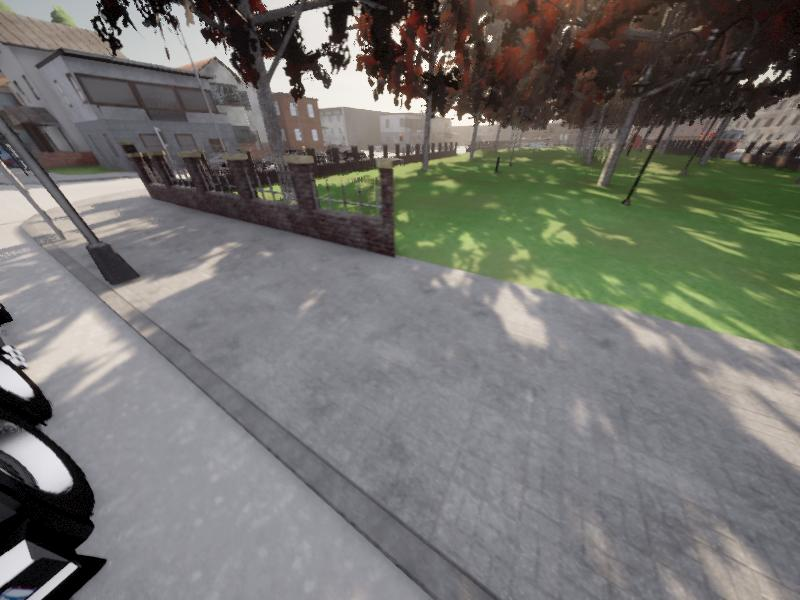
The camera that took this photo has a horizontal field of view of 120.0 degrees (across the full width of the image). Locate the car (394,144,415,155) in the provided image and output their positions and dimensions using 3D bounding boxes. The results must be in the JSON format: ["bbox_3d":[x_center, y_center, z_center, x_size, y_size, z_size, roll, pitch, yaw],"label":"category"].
[{"bbox_3d":[0.934,-28.755,44.021,1.837,1.490,4.892,18,39,25],"label":"car"}]

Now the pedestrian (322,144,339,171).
[{"bbox_3d":[-5.790,-11.945,19.374,0.751,1.860,0.751,18,39,25],"label":"pedestrian"}]

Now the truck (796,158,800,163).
[{"bbox_3d":[42.462,-14.121,21.769,2.627,2.467,5.204,18,39,25],"label":"truck"}]

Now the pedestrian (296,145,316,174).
[{"bbox_3d":[-7.114,-10.662,17.541,0.751,1.860,0.751,19,39,25],"label":"pedestrian"}]

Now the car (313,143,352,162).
[{"bbox_3d":[-8.645,-19.261,30.123,1.932,1.855,4.605,20,40,27],"label":"car"}]

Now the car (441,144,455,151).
[{"bbox_3d":[12.446,-39.768,60.177,1.812,1.442,4.674,18,39,25],"label":"car"}]

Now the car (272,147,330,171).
[{"bbox_3d":[-9.530,-13.934,22.692,2.033,1.649,4.856,17,38,23],"label":"car"}]

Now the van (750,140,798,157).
[{"bbox_3d":[56.471,-22.969,35.025,1.775,1.987,4.442,18,39,25],"label":"van"}]

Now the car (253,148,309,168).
[{"bbox_3d":[-12.688,-15.518,25.100,2.128,1.511,4.902,18,39,25],"label":"car"}]

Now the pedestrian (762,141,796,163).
[{"bbox_3d":[37.695,-14.739,23.006,0.751,1.860,0.751,18,39,25],"label":"pedestrian"}]

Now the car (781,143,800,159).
[{"bbox_3d":[52.419,-18.975,29.393,2.033,1.649,4.856,18,39,25],"label":"car"}]

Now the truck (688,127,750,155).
[{"bbox_3d":[56.870,-28.571,41.604,2.891,3.827,8.468,18,39,25],"label":"truck"}]

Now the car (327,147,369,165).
[{"bbox_3d":[-5.995,-17.257,27.540,2.128,1.511,4.902,17,38,23],"label":"car"}]

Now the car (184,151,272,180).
[{"bbox_3d":[-13.112,-10.618,18.058,2.128,1.511,4.902,18,39,25],"label":"car"}]

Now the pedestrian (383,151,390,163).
[{"bbox_3d":[-1.477,-16.079,25.942,0.500,1.100,0.500,23,41,29],"label":"pedestrian"}]

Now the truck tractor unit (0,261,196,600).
[{"bbox_3d":[-5.105,-0.307,0.790,6.516,4.208,3.053,19,39,24],"label":"truck tractor unit"}]

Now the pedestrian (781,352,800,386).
[{"bbox_3d":[4.514,0.282,1.706,0.751,1.860,0.751,18,39,24],"label":"pedestrian"}]
